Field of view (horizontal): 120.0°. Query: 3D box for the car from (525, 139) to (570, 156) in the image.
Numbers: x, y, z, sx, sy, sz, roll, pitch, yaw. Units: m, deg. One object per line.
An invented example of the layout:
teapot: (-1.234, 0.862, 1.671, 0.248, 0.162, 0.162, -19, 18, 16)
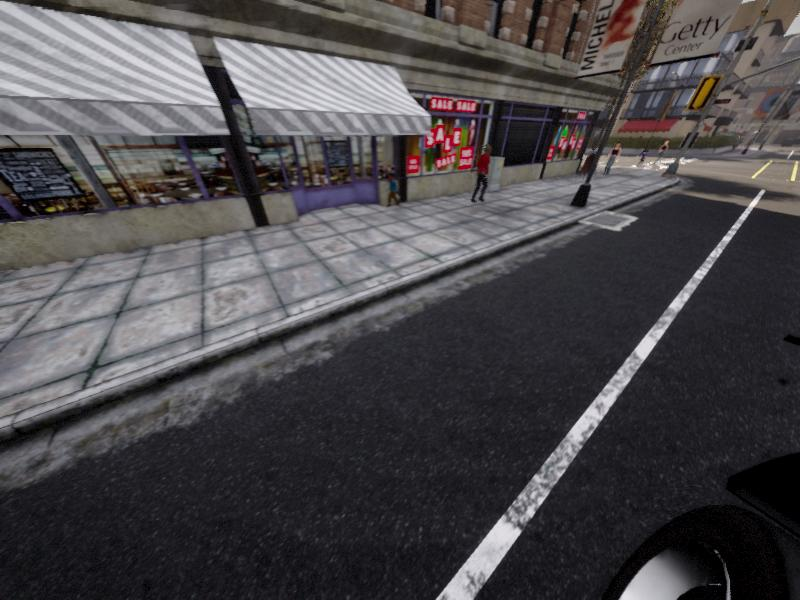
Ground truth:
car: (20.780, -21.676, 32.812, 1.932, 1.855, 4.605, -23, 41, -28)

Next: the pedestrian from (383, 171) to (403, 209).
pedestrian: (-0.237, -3.897, 8.170, 0.500, 1.100, 0.500, -16, 38, -21)

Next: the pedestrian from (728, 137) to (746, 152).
pedestrian: (51.473, -23.838, 35.312, 0.751, 1.860, 0.751, -22, 40, -27)

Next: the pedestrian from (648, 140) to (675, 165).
pedestrian: (24.086, -13.587, 21.292, 0.751, 1.860, 0.751, -19, 39, -25)

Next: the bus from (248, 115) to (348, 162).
bus: (-12.400, -20.432, 29.286, 10.273, 4.253, 3.944, -22, 41, -28)

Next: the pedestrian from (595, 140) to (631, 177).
pedestrian: (12.987, -8.653, 14.134, 0.751, 1.860, 0.751, -23, 41, -28)

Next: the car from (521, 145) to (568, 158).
car: (18.805, -19.552, 30.324, 1.895, 1.301, 4.718, -22, 41, -28)

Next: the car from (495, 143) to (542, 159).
car: (15.039, -19.190, 29.673, 1.837, 1.490, 4.892, -22, 41, -28)

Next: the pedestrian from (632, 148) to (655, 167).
pedestrian: (21.226, -12.430, 20.163, 0.751, 1.300, 0.751, -20, 40, -25)

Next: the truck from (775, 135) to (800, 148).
truck: (85.800, -33.493, 48.786, 2.390, 2.098, 6.274, -12, 37, -16)

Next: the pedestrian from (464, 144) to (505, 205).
pedestrian: (3.012, -4.539, 8.393, 0.751, 1.860, 0.751, -17, 39, -22)
